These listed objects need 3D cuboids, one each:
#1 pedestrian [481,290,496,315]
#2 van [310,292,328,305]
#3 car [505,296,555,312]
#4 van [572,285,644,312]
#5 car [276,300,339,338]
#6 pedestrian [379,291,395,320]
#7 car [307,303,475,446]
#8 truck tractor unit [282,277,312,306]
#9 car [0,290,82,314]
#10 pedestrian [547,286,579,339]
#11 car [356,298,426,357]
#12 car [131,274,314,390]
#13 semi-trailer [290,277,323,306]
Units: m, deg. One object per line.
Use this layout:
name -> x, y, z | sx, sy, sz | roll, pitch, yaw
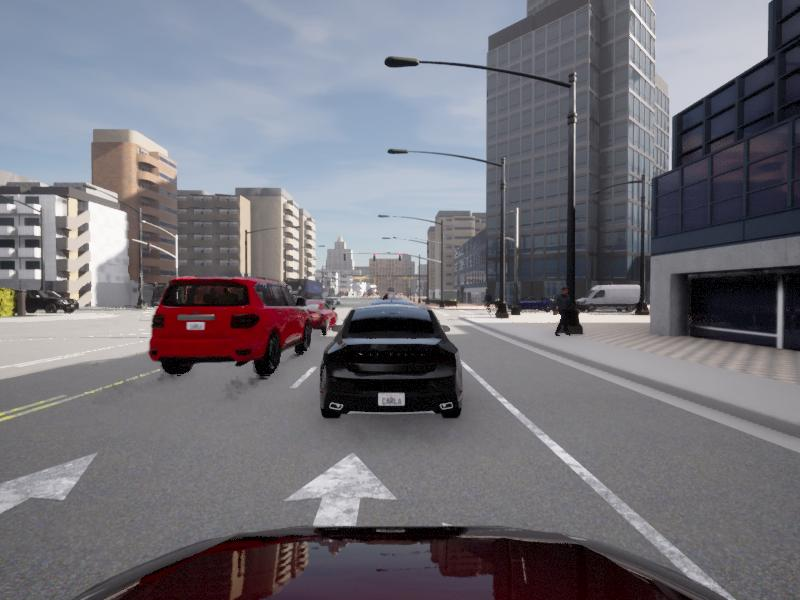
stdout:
pedestrian -> 6.608, 0.161, 29.779 | 0.751, 1.860, 0.751 | -1, 1, -35
van -> -15.760, -0.344, 78.055 | 2.351, 2.431, 6.366 | 0, 0, -1
car -> 12.427, 0.376, 38.379 | 4.193, 1.474, 1.816 | 0, 1, -1
van -> 19.906, -0.155, 38.479 | 5.915, 2.561, 1.988 | 0, 1, -1
car -> -3.918, 0.726, 17.809 | 1.812, 1.442, 4.674 | 0, 1, -1
pedestrian -> -0.845, 0.366, 26.467 | 0.751, 1.860, 0.751 | -1, 1, -36
car -> -0.149, 0.835, 6.827 | 1.837, 1.490, 4.892 | 0, 0, -1
truck tractor unit -> -15.333, -1.187, 60.017 | 3.053, 4.208, 6.516 | 0, 0, -1
car -> -30.852, 0.145, 34.241 | 5.566, 2.045, 2.150 | 0, 1, -1
pedestrian -> 5.885, 0.415, 14.474 | 0.751, 1.860, 0.751 | 0, 1, -18
car -> -0.289, 0.737, 13.310 | 1.882, 1.535, 5.008 | 0, 1, -1
car -> -3.721, 0.523, 9.852 | 2.150, 2.045, 5.566 | 0, 1, -1
semi-trailer -> -15.553, -1.309, 67.923 | 2.717, 4.402, 14.254 | 0, 0, -2
